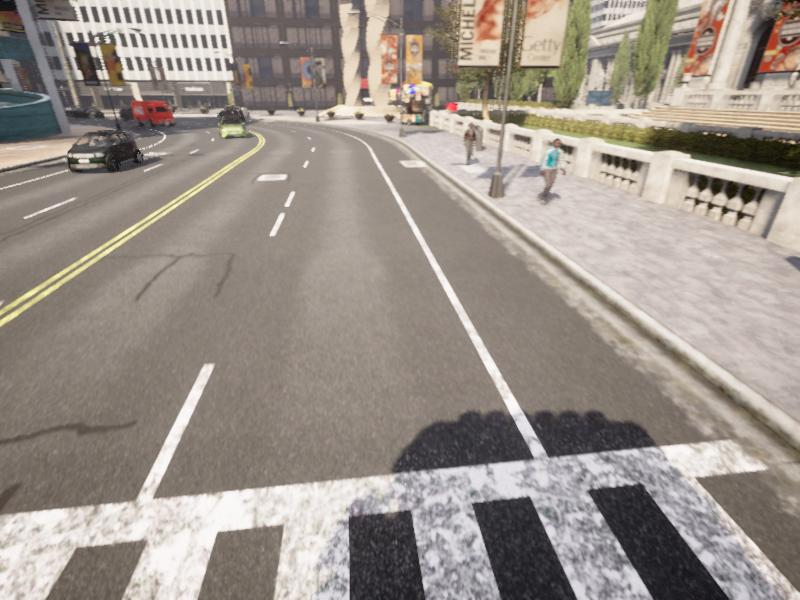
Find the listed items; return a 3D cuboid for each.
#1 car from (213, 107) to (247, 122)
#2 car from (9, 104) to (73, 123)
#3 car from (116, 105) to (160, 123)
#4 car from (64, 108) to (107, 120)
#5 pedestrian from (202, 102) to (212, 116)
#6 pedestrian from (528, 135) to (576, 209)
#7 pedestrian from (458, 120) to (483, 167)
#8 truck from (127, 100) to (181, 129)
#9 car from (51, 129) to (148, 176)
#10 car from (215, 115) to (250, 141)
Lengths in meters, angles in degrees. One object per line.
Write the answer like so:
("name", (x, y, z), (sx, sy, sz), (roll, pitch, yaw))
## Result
("car", (-21.413, -23.413, 50.465), (3.988, 1.617, 1.851), (19, 33, 33))
("car", (-43.788, -22.834, 48.912), (5.566, 2.045, 2.150), (3, 27, 6))
("car", (-32.276, -22.914, 49.219), (4.605, 1.855, 1.932), (12, 29, 22))
("car", (-43.414, -25.743, 55.280), (4.181, 1.385, 1.994), (1, 27, 3))
("pedestrian", (-29.642, -29.326, 61.323), (0.751, 1.860, 0.751), (14, 31, 26))
("pedestrian", (4.159, -3.533, 11.069), (0.751, 1.860, 0.751), (-1, 27, -3))
("pedestrian", (3.054, -6.843, 17.511), (0.751, 1.860, 0.751), (-4, 27, -8))
("truck", (-25.361, -19.202, 41.304), (5.204, 2.467, 2.627), (23, 34, 35))
("car", (-13.288, -6.719, 18.025), (1.789, 1.549, 3.705), (-4, 27, -8))
("car", (-13.214, -13.593, 31.428), (2.007, 1.525, 4.514), (-11, 29, -21))
